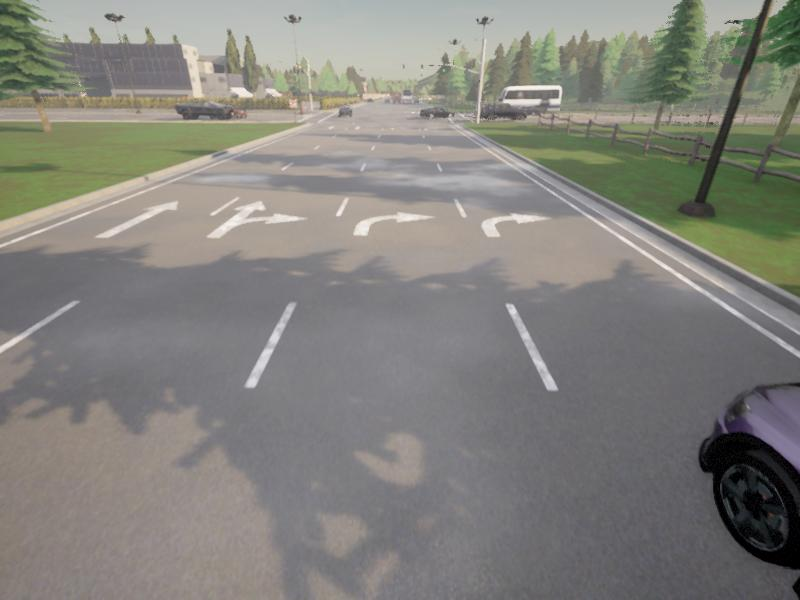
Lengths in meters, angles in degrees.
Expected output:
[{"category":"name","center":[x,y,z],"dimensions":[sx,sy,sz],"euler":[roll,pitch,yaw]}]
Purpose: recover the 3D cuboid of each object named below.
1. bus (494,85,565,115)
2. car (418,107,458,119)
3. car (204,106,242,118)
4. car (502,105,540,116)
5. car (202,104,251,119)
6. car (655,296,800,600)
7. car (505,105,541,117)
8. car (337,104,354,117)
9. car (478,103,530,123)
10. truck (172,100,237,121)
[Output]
[{"category":"bus","center":[21.636,-33.644,67.406],"dimensions":[10.273,4.253,3.944],"euler":[-1,27,0]},{"category":"car","center":[5.086,-25.072,53.589],"dimensions":[4.892,1.490,1.837],"euler":[-10,28,-20]},{"category":"car","center":[-23.962,-25.608,54.338],"dimensions":[4.181,1.385,1.994],"euler":[0,27,-1]},{"category":"car","center":[19.612,-30.820,65.041],"dimensions":[5.357,1.411,2.033],"euler":[0,27,-1]},{"category":"car","center":[-22.120,-24.111,51.191],"dimensions":[5.027,1.651,2.152],"euler":[0,27,-1]},{"category":"car","center":[3.508,1.802,1.375],"dimensions":[2.033,1.649,4.856],"euler":[0,27,0]},{"category":"car","center":[19.025,-29.260,61.900],"dimensions":[4.892,1.490,1.837],"euler":[0,27,0]},{"category":"car","center":[-7.845,-27.493,58.072],"dimensions":[2.128,1.511,4.902],"euler":[-1,27,-4]},{"category":"car","center":[12.570,-22.772,48.647],"dimensions":[5.566,2.045,2.150],"euler":[1,27,1]},{"category":"truck","center":[-23.275,-22.718,47.958],"dimensions":[6.274,2.098,2.390],"euler":[0,27,-1]}]
